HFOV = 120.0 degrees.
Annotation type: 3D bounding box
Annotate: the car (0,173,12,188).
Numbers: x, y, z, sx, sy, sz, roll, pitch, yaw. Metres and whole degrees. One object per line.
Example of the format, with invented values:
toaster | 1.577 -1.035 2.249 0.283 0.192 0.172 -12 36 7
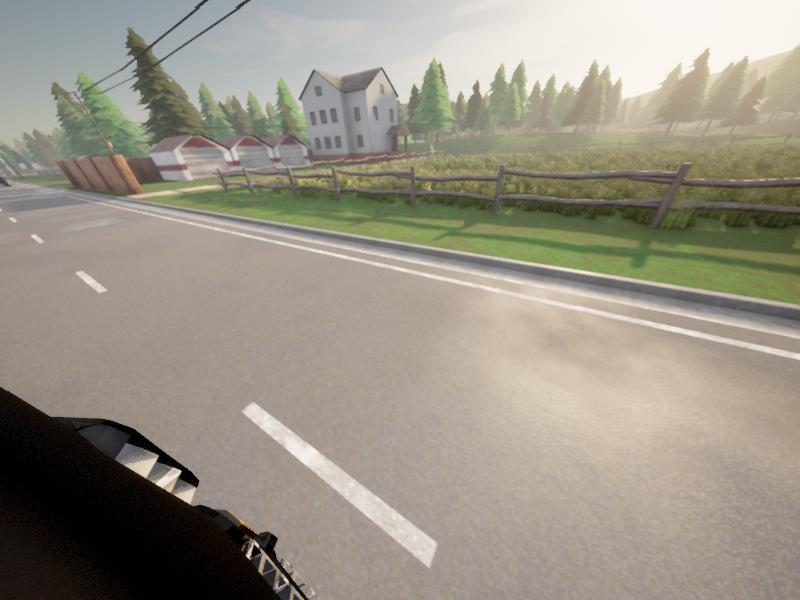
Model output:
car | -57.726 -17.017 32.480 5.566 2.045 2.150 16 38 26
